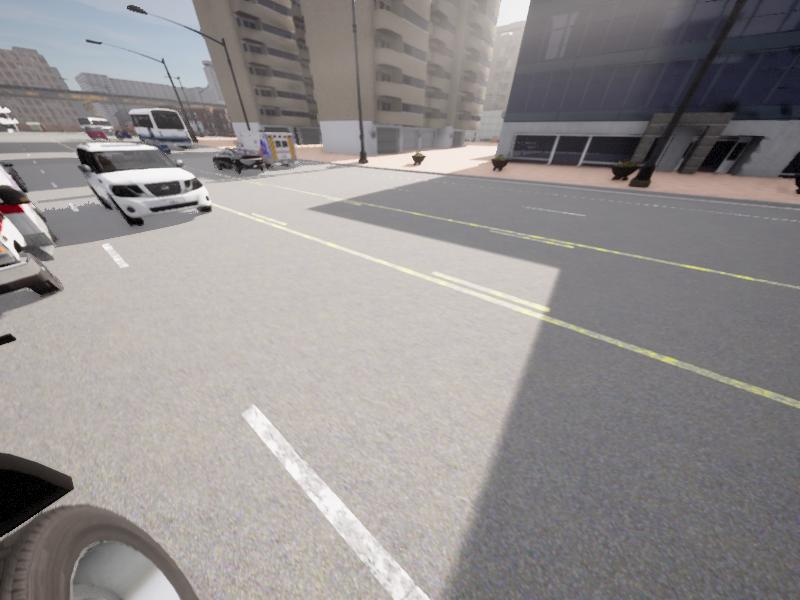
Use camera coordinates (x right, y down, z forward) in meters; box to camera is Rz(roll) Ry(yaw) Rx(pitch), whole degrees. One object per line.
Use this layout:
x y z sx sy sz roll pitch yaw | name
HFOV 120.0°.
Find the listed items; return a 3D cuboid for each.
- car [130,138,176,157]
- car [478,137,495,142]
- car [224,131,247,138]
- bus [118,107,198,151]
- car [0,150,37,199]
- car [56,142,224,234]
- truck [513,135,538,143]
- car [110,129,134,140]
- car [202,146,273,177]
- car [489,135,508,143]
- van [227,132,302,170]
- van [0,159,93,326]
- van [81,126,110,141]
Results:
-28.080 -17.405 26.228 5.357 1.411 2.033 25 42 27 | car
28.696 -53.075 76.396 4.718 1.301 1.895 25 42 29 | car
-47.633 -47.879 66.866 2.242 1.667 4.611 25 42 29 | car
-32.971 -23.318 31.544 10.273 4.253 3.944 25 42 27 | bus
-19.054 -5.750 10.484 4.902 1.511 2.128 24 41 28 | car
-8.913 -4.117 7.903 5.566 2.045 2.150 23 41 28 | car
39.658 -50.900 72.984 6.274 2.098 2.390 25 42 29 | truck
-52.102 -31.038 43.356 3.633 1.501 1.845 24 42 28 | car
-11.855 -10.175 16.841 4.902 1.511 2.128 24 41 28 | car
29.219 -47.871 68.751 4.553 1.767 2.097 25 42 29 | car
-11.773 -13.041 20.052 6.366 2.431 2.351 24 41 28 | van
-8.498 -1.590 3.995 6.366 2.431 2.351 23 41 29 | van
-53.322 -29.208 40.433 4.442 1.987 1.775 24 42 28 | van
